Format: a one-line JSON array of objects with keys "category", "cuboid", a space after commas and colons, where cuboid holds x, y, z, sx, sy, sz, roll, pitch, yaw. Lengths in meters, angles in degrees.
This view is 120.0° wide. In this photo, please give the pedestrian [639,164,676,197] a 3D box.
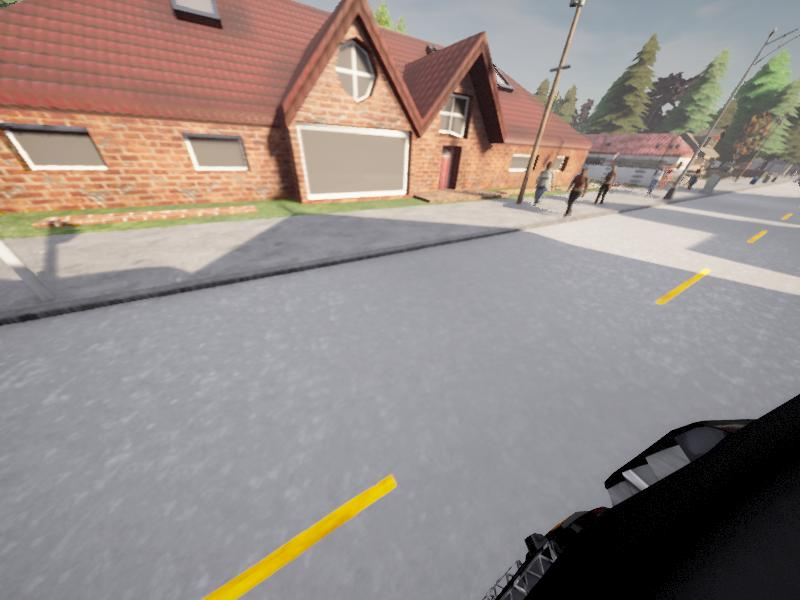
[{"category": "pedestrian", "cuboid": [16.985, -7.899, 15.260, 0.751, 1.860, 0.751, -17, 38, -27]}]

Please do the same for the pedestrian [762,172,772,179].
[{"category": "pedestrian", "cuboid": [68.239, -23.162, 42.908, 0.500, 1.100, 0.500, -15, 38, -25]}]

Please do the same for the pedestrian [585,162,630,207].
[{"category": "pedestrian", "cuboid": [10.131, -5.634, 11.317, 0.751, 1.860, 0.751, -16, 38, -26]}]

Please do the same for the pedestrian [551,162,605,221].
[{"category": "pedestrian", "cuboid": [6.626, -4.054, 8.666, 0.751, 1.860, 0.751, -19, 39, -30]}]

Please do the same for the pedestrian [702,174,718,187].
[{"category": "pedestrian", "cuboid": [30.936, -11.907, 23.066, 0.500, 1.100, 0.500, -26, 43, -36]}]

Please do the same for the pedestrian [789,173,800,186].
[{"category": "pedestrian", "cuboid": [54.623, -16.554, 31.400, 0.751, 1.860, 0.751, -7, 35, -15]}]

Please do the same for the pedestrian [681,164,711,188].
[{"category": "pedestrian", "cuboid": [28.208, -11.823, 22.041, 0.751, 1.860, 0.751, -11, 36, -20]}]

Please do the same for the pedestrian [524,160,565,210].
[{"category": "pedestrian", "cuboid": [6.320, -5.082, 10.191, 0.751, 1.860, 0.751, -21, 40, -31]}]

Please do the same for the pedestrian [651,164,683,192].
[{"category": "pedestrian", "cuboid": [20.676, -9.475, 17.920, 0.751, 1.860, 0.751, -19, 39, -29]}]

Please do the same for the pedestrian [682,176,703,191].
[{"category": "pedestrian", "cuboid": [24.592, -9.818, 19.427, 0.500, 1.100, 0.500, -13, 37, -22]}]
